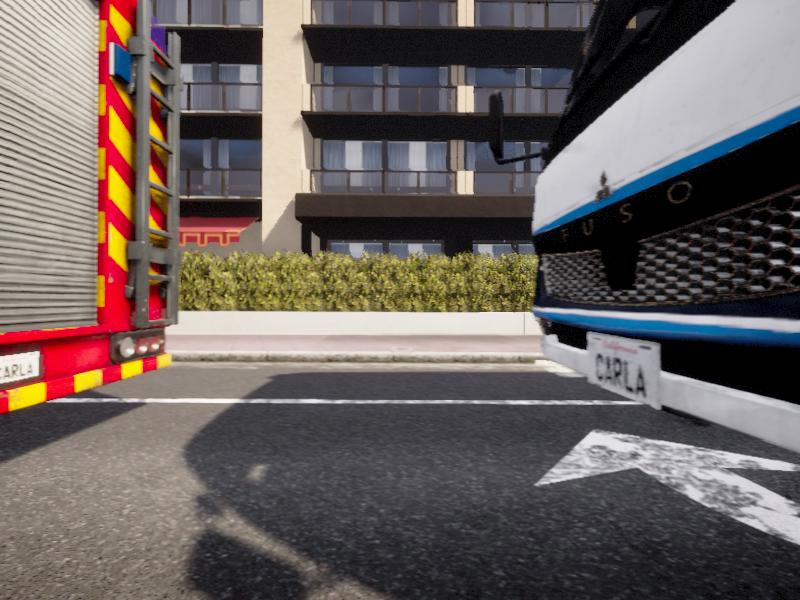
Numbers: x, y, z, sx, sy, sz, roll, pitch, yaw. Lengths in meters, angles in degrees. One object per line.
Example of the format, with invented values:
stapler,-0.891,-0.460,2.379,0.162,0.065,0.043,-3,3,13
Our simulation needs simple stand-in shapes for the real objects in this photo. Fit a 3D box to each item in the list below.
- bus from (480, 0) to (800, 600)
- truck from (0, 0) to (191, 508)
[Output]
bus,5.993,-1.106,2.102,10.273,4.253,3.944,0,0,-2
truck,-6.120,-0.949,2.143,8.468,3.827,2.891,0,0,0
